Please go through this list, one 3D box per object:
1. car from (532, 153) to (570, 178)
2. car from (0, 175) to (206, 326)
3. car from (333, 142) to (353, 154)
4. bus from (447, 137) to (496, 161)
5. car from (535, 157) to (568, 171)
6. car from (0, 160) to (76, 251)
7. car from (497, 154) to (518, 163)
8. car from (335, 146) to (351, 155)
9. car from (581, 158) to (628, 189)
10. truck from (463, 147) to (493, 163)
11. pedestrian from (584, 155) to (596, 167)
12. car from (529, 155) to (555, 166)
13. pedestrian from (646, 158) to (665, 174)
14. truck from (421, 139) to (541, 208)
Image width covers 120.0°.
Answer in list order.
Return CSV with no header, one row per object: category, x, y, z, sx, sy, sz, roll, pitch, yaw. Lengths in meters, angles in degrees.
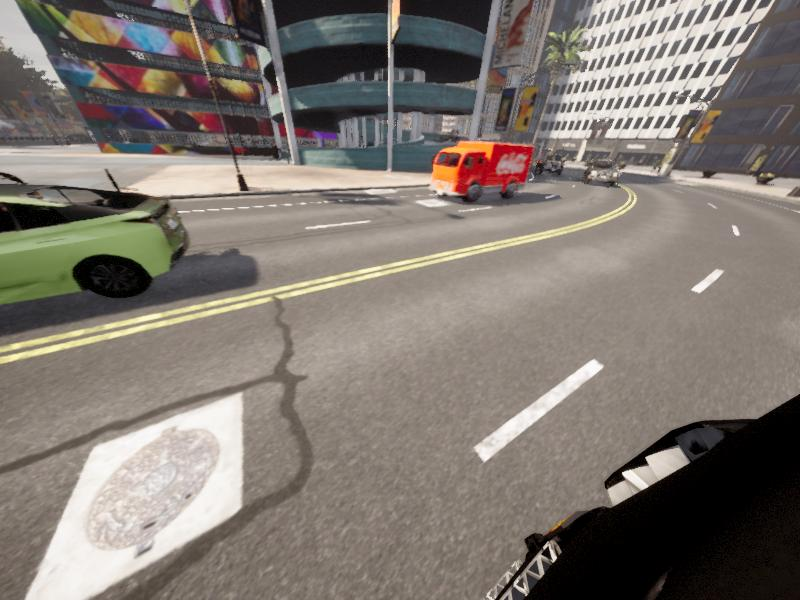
car,16.948,-15.424,26.263,2.150,2.045,5.566,12,35,14
car,-5.929,-0.742,3.262,4.514,1.525,2.007,-16,38,-26
car,-13.013,-34.551,52.471,2.435,2.045,5.566,-16,38,-26
bus,15.861,-34.452,52.636,3.944,4.253,10.273,-16,38,-26
car,22.081,-20.016,33.942,2.007,1.525,4.514,3,34,0
car,-10.094,-1.792,4.525,3.705,1.549,1.789,-16,38,-26
car,22.477,-29.696,48.394,1.789,1.549,3.705,-12,36,-20
car,-13.057,-34.254,52.730,2.007,1.523,4.514,-16,38,-26
car,16.794,-10.640,19.260,1.932,1.855,4.605,20,38,24
truck,15.689,-29.423,46.716,2.627,2.467,5.204,-12,36,-22
pedestrian,35.833,-26.258,43.576,0.751,1.860,0.751,-1,34,-5
car,27.603,-27.178,44.941,1.851,1.617,3.988,-6,35,-13
pedestrian,35.685,-18.694,32.266,0.751,1.860,0.751,9,34,10
truck,4.039,-6.490,11.670,5.204,2.467,2.627,-20,40,-30
